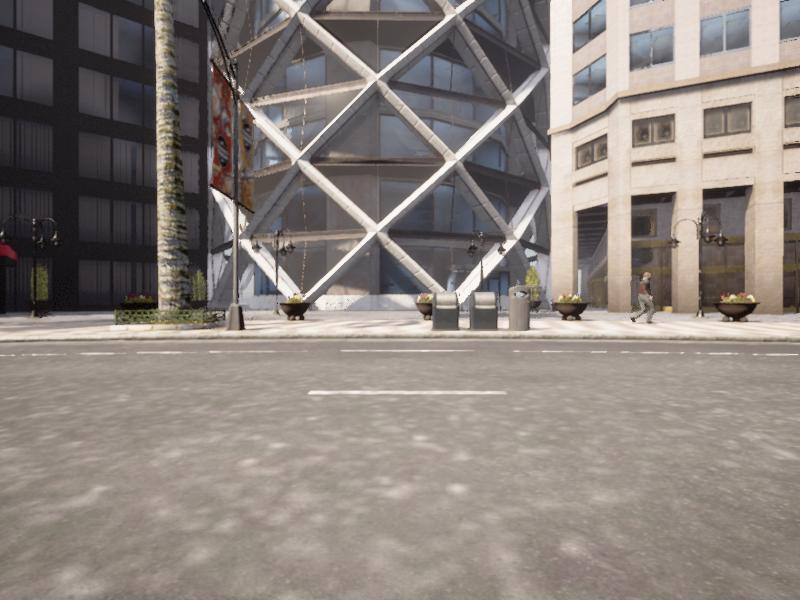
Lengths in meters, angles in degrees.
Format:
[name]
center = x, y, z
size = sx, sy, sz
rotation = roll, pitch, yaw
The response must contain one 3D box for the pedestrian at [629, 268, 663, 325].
[pedestrian]
center = 8.291, -0.121, 13.526
size = 0.751, 1.860, 0.751
rotation = 0, 0, 10
